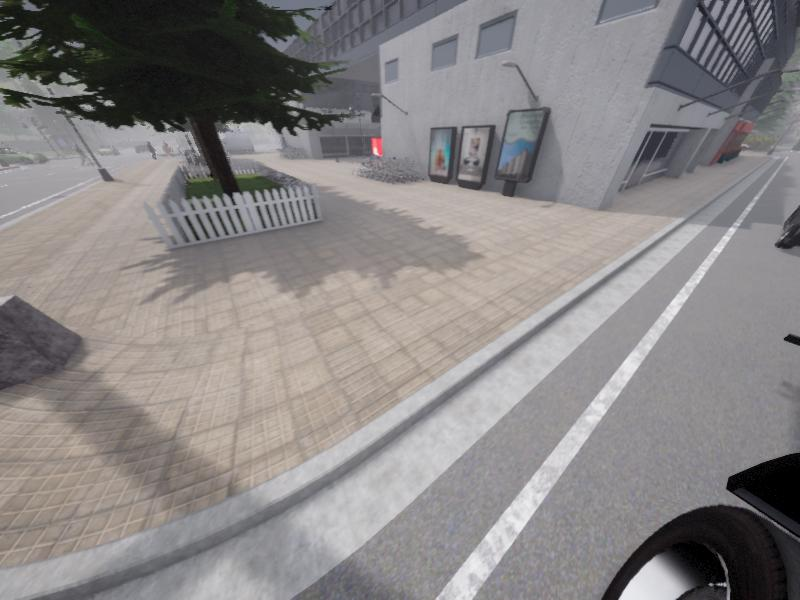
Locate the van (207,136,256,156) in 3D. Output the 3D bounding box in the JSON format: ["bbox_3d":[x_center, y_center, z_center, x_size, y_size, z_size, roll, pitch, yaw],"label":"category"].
[{"bbox_3d":[-27.537,-25.428,37.983,5.915,2.561,1.988,-23,41,-29],"label":"van"}]

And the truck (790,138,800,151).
[{"bbox_3d":[68.086,-25.954,38.211,6.274,2.098,2.390,-27,43,-33],"label":"truck"}]

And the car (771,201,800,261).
[{"bbox_3d":[10.819,-1.843,5.226,4.181,1.385,1.994,-22,41,-28],"label":"car"}]

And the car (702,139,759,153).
[{"bbox_3d":[49.640,-23.336,34.860,2.242,1.667,4.611,-26,42,-31],"label":"car"}]
